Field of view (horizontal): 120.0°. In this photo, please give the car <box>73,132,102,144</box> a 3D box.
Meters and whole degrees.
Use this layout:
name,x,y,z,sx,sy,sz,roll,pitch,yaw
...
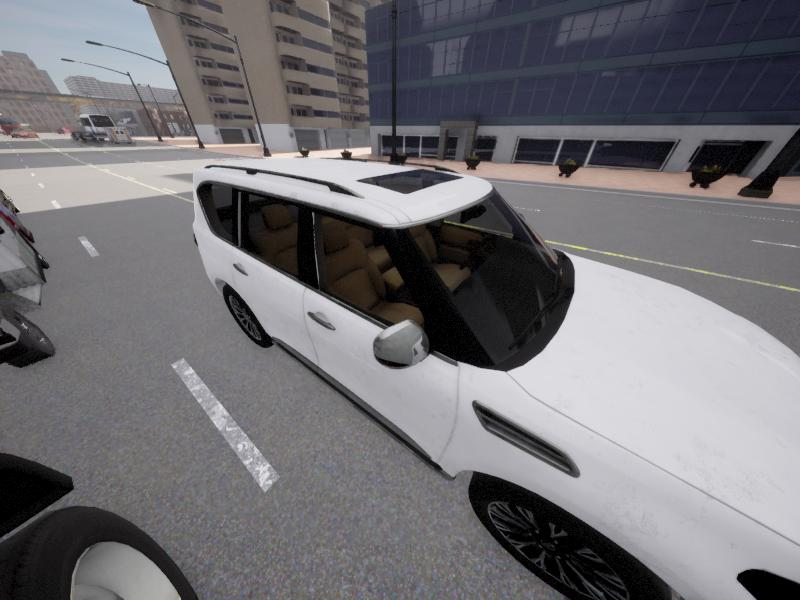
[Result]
name,x,y,z,sx,sy,sz,roll,pitch,yaw
car,-56.384,-29.255,41.683,4.902,1.511,2.128,24,42,27

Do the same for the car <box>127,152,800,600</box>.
name,x,y,z,sx,sy,sz,roll,pitch,yaw
car,-0.021,-0.211,2.438,5.566,2.045,2.150,23,41,28

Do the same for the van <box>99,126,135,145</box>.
name,x,y,z,sx,sy,sz,roll,pitch,yaw
van,-51.773,-30.139,42.300,6.366,2.431,2.351,24,42,27

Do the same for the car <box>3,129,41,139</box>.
name,x,y,z,sx,sy,sz,roll,pitch,yaw
car,-76.448,-33.694,46.822,2.242,1.667,4.611,-19,41,-26

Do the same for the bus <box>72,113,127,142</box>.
name,x,y,z,sx,sy,sz,roll,pitch,yaw
bus,-60.730,-34.801,46.654,10.273,4.253,3.944,24,41,27

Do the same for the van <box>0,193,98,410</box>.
name,x,y,z,sx,sy,sz,roll,pitch,yaw
van,-6.909,-0.727,2.803,6.366,2.431,2.351,22,41,28

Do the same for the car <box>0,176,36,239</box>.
name,x,y,z,sx,sy,sz,roll,pitch,yaw
car,-12.933,-2.856,6.570,4.902,1.511,2.128,22,41,28
